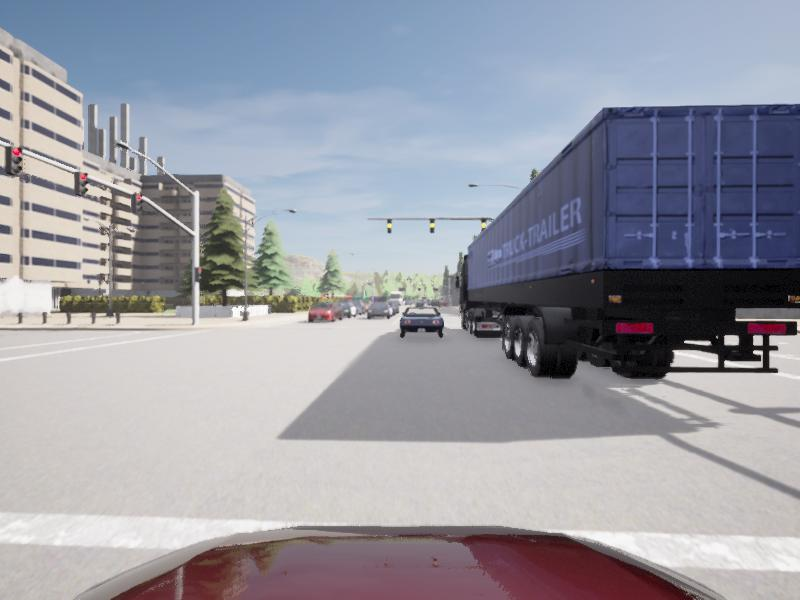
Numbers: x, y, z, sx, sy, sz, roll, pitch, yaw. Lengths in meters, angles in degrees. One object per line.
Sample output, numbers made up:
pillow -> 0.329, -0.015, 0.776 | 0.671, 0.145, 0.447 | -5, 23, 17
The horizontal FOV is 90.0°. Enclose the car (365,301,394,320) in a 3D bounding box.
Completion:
car -> -1.734, 0.871, 35.362 | 2.038, 1.542, 4.974 | 0, 0, 3

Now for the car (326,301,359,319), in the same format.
car -> -5.181, 0.873, 36.587 | 2.038, 1.542, 4.974 | 0, 0, 3

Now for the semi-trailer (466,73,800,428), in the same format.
semi-trailer -> 4.208, -0.605, 12.136 | 2.717, 4.402, 14.254 | 0, 0, 3

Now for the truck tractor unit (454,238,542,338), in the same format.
truck tractor unit -> 4.560, -0.501, 20.044 | 3.053, 4.208, 6.516 | 0, 0, 3

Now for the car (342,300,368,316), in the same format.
car -> -4.858, 0.832, 43.536 | 2.033, 1.649, 4.856 | 0, 0, 3

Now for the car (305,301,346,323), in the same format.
car -> -5.532, 0.867, 30.361 | 2.007, 1.525, 4.514 | 0, 0, 4

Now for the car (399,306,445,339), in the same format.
car -> 1.008, 0.967, 18.882 | 1.895, 1.301, 4.718 | 0, 0, 3

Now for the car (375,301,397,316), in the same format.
car -> -1.410, 0.881, 42.338 | 2.007, 1.525, 4.514 | 0, 0, 3
